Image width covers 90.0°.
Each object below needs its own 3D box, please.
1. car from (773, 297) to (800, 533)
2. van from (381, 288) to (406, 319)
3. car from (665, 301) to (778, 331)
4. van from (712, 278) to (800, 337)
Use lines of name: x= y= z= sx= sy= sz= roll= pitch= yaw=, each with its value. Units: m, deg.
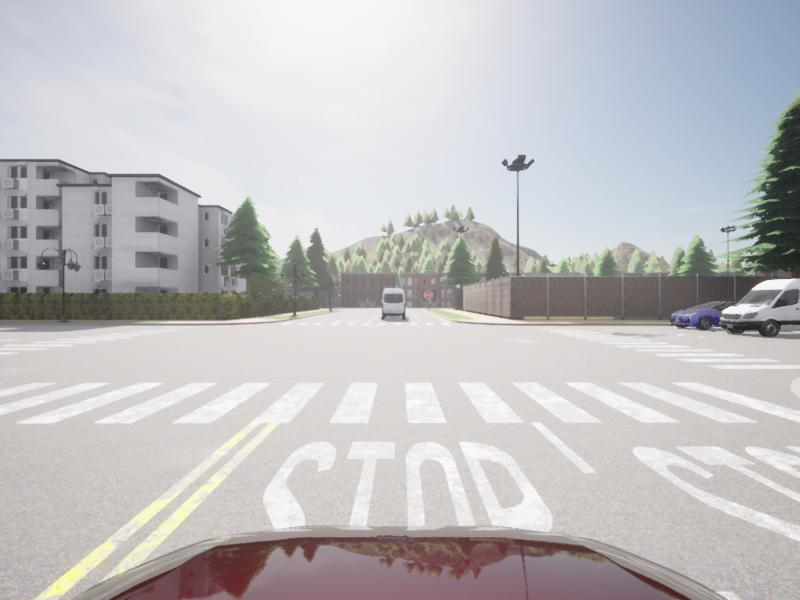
car: x=3.581 y=0.789 z=0.912 sx=1.851 sy=1.617 sz=3.988 roll=0 pitch=0 yaw=3
van: x=-0.524 y=0.305 z=35.675 sx=1.988 sy=2.561 sz=5.915 roll=0 pitch=0 yaw=0
car: x=17.250 y=0.827 z=21.636 sx=4.514 sy=1.525 sz=2.007 roll=0 pitch=0 yaw=1
van: x=17.912 y=0.322 z=18.135 sx=5.915 sy=2.561 sz=1.988 roll=0 pitch=0 yaw=1
